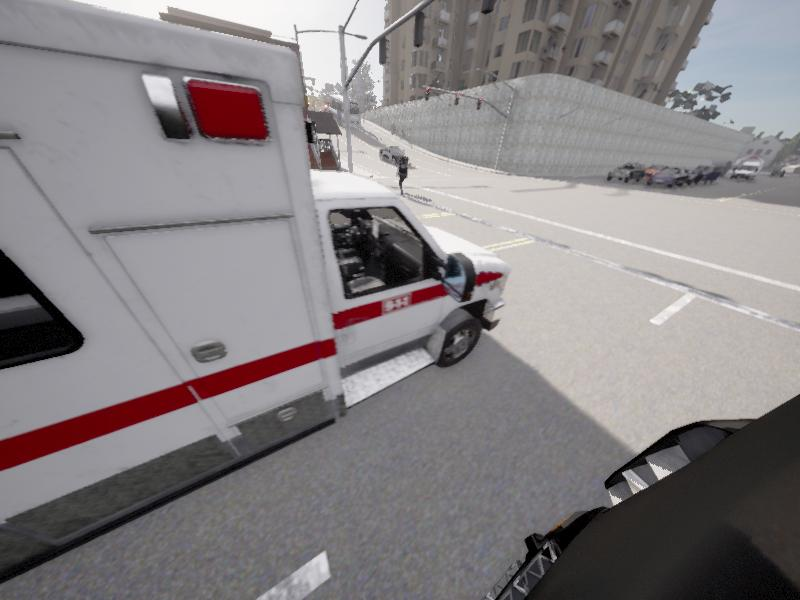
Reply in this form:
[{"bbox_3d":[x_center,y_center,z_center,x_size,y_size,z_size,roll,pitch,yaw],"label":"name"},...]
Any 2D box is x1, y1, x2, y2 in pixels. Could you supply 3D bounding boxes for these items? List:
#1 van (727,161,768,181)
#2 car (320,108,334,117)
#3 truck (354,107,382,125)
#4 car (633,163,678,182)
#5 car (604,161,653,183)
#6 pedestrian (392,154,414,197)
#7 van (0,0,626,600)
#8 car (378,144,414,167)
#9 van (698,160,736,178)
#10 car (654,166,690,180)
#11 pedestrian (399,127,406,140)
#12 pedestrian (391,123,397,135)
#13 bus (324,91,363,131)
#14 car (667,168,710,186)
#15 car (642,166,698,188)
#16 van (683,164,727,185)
[{"bbox_3d":[56.702,-21.074,37.711,5.915,2.561,1.988,-16,38,-26],"label":"van"},{"bbox_3d":[-16.751,-42.985,52.914,1.895,1.301,4.718,-16,43,-26],"label":"car"},{"bbox_3d":[-10.327,-59.308,74.770,8.468,3.827,2.891,-15,38,-25],"label":"truck"},{"bbox_3d":[31.856,-15.978,28.862,4.553,1.767,2.097,-16,38,-26],"label":"car"},{"bbox_3d":[25.170,-14.130,25.492,4.605,1.855,1.932,-16,38,-26],"label":"car"},{"bbox_3d":[0.132,-6.449,11.982,0.751,1.860,0.751,-15,37,-24],"label":"pedestrian"},{"bbox_3d":[-1.813,-0.077,1.743,6.366,2.431,2.351,-16,38,-26],"label":"van"},{"bbox_3d":[-0.642,-17.213,27.450,1.930,1.638,5.238,-16,43,-26],"label":"car"},{"bbox_3d":[55.533,-22.971,40.488,5.915,2.561,1.988,-16,38,-26],"label":"van"},{"bbox_3d":[37.310,-17.381,31.681,4.193,1.474,1.816,-16,38,-26],"label":"car"},{"bbox_3d":[0.458,-30.213,42.003,0.751,1.860,0.751,-24,42,-34],"label":"pedestrian"},{"bbox_3d":[-1.187,-32.911,44.427,0.751,1.860,0.751,-15,38,-25],"label":"pedestrian"},{"bbox_3d":[-11.172,-36.947,44.967,3.944,4.253,10.273,-16,50,-26],"label":"bus"},{"bbox_3d":[32.091,-13.710,25.694,3.633,1.501,1.845,-16,38,-26],"label":"car"},{"bbox_3d":[27.067,-12.334,23.151,4.856,1.649,2.033,-16,38,-26],"label":"car"},{"bbox_3d":[37.020,-15.285,28.026,4.442,1.987,1.775,-16,38,-26],"label":"van"}]
